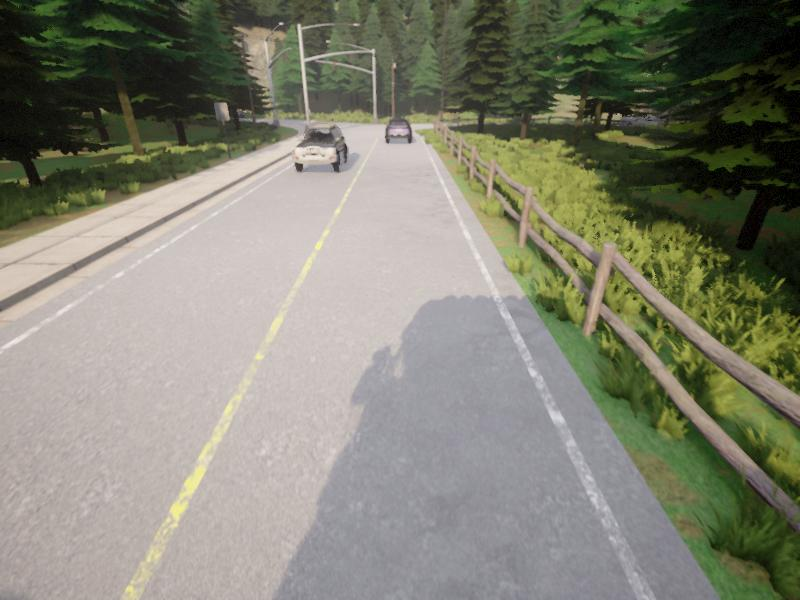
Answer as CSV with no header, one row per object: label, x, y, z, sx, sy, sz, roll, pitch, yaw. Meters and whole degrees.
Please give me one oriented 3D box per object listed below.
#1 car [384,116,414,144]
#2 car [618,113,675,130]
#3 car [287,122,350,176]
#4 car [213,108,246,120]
car,-0.147,-12.719,29.809,2.033,1.649,4.856,-1,26,-2
car,25.417,-18.489,41.378,4.674,1.442,1.812,17,31,30
car,-3.584,-7.125,18.584,1.932,1.855,4.605,0,27,0
car,-24.546,-26.831,57.614,3.806,1.475,1.970,7,28,13
